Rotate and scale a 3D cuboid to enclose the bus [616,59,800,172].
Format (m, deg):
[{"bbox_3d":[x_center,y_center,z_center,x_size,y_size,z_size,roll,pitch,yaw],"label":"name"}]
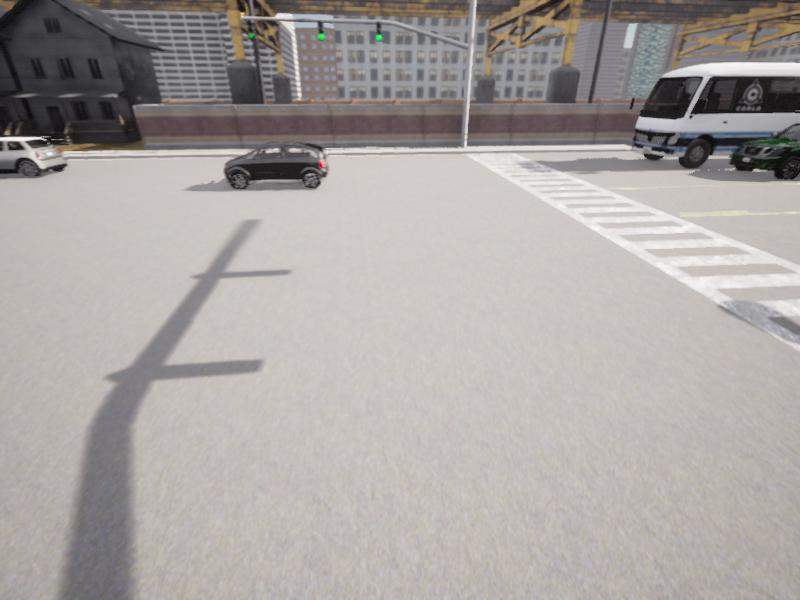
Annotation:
[{"bbox_3d":[16.612,-8.621,18.710,10.273,4.253,3.944,-3,27,-5],"label":"bus"}]

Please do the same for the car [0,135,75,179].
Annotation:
[{"bbox_3d":[-16.507,-5.995,16.740,3.806,1.475,1.970,-2,27,-5],"label":"car"}]

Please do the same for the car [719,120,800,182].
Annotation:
[{"bbox_3d":[16.729,-6.095,16.204,5.566,2.045,2.150,-3,27,-5],"label":"car"}]

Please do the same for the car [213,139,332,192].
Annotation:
[{"bbox_3d":[-4.456,-4.949,14.585,3.705,1.549,1.789,-2,27,-5],"label":"car"}]
